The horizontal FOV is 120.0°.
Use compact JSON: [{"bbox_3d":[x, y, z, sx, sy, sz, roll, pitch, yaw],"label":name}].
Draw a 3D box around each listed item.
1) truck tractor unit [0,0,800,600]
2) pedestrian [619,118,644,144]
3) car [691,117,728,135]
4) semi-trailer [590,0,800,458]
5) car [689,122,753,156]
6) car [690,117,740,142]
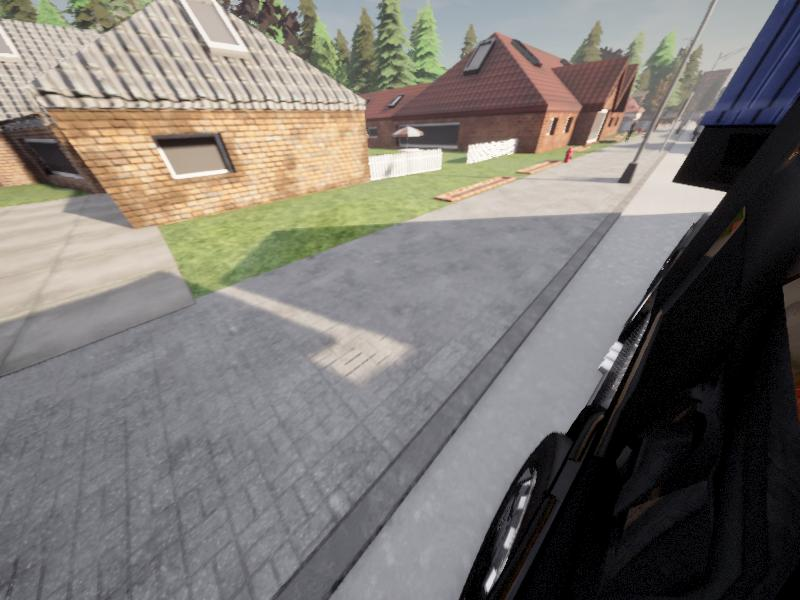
[{"bbox_3d":[2.645,-0.295,0.351,6.516,4.208,3.053,-28,44,-30],"label":"truck tractor unit"},{"bbox_3d":[21.291,-15.525,21.264,0.751,1.860,0.751,-22,41,-24],"label":"pedestrian"},{"bbox_3d":[40.377,-22.799,30.240,4.611,1.667,2.242,-32,46,-33],"label":"car"},{"bbox_3d":[10.096,-1.518,1.401,14.254,4.402,2.717,-3,36,-1],"label":"semi-trailer"},{"bbox_3d":[21.808,-11.124,15.856,5.366,1.575,1.801,-32,46,-33],"label":"car"},{"bbox_3d":[30.175,-16.456,22.288,4.553,1.767,2.097,-32,46,-33],"label":"car"}]
